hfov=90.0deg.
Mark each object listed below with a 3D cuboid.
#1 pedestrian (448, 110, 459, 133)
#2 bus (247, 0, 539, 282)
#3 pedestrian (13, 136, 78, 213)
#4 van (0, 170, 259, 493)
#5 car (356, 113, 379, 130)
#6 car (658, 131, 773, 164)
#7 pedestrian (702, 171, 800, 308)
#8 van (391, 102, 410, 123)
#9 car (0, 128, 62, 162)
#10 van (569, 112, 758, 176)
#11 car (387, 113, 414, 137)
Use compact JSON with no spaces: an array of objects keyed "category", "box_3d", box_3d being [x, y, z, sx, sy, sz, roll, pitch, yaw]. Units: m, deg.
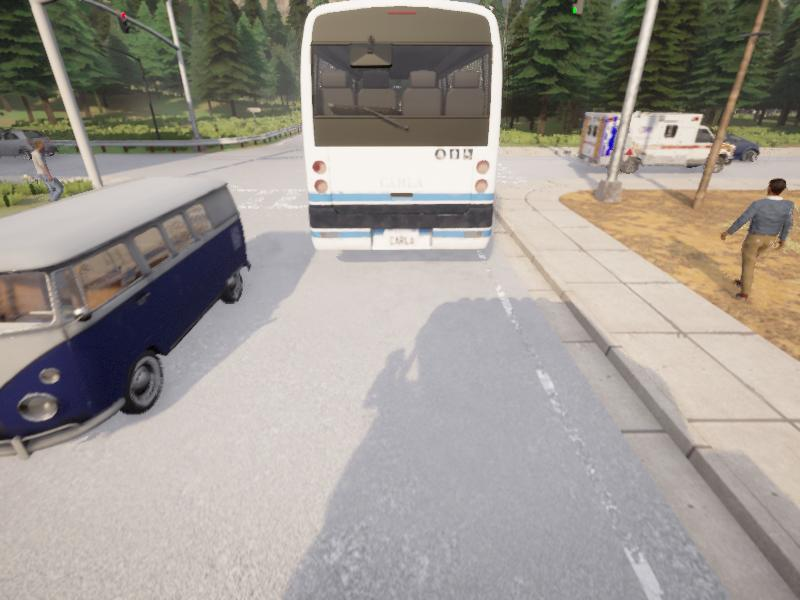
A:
[{"category":"pedestrian","box_3d":[4.671,-15.761,35.304,0.751,1.860,0.751,-1,27,-2]},{"category":"bus","box_3d":[-0.169,-4.507,10.898,3.944,4.253,10.273,0,26,-1]},{"category":"pedestrian","box_3d":[-9.626,-3.418,10.899,0.751,1.860,0.751,-23,35,-38]},{"category":"van","box_3d":[-3.491,-0.231,4.964,1.775,1.987,4.442,0,27,0]},{"category":"car","box_3d":[-3.479,-19.421,43.422,2.033,1.411,5.357,0,27,0]},{"category":"car","box_3d":[16.568,-8.115,21.235,4.181,1.385,1.994,1,27,1]},{"category":"pedestrian","box_3d":[5.479,-0.916,6.091,0.751,1.860,0.751,8,28,16]},{"category":"van","box_3d":[0.145,-25.534,54.309,2.351,2.431,6.366,1,27,1]},{"category":"car","box_3d":[-21.255,-8.487,21.828,3.633,1.501,1.845,1,27,1]},{"category":"van","box_3d":[11.431,-7.041,17.958,6.366,2.431,2.351,0,27,1]},{"category":"car","box_3d":[0.012,-15.632,35.657,2.242,1.667,4.611,0,27,0]}]
